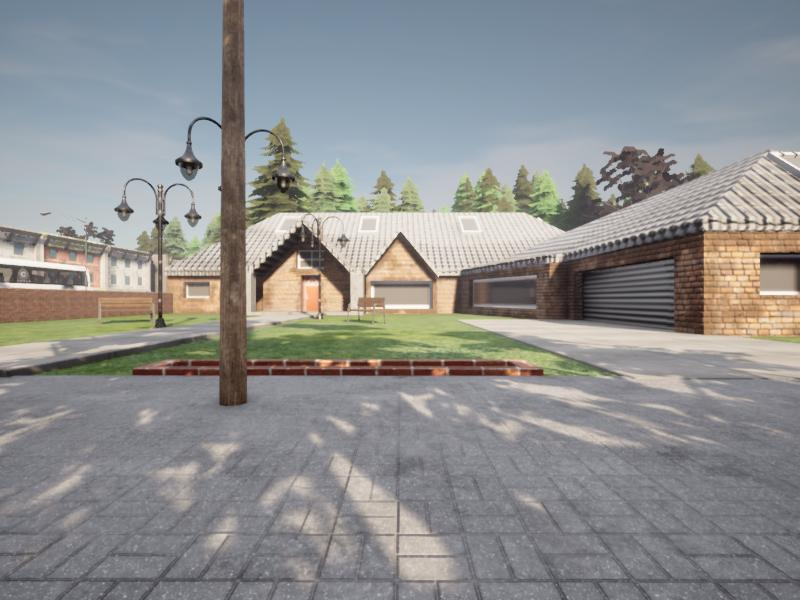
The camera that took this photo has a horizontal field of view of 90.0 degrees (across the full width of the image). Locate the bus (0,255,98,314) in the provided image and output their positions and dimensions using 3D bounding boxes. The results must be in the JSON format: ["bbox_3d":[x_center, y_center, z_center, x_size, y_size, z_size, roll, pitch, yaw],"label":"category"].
[{"bbox_3d":[-30.990,-1.134,33.272,3.944,4.253,10.273,0,0,0],"label":"bus"}]
